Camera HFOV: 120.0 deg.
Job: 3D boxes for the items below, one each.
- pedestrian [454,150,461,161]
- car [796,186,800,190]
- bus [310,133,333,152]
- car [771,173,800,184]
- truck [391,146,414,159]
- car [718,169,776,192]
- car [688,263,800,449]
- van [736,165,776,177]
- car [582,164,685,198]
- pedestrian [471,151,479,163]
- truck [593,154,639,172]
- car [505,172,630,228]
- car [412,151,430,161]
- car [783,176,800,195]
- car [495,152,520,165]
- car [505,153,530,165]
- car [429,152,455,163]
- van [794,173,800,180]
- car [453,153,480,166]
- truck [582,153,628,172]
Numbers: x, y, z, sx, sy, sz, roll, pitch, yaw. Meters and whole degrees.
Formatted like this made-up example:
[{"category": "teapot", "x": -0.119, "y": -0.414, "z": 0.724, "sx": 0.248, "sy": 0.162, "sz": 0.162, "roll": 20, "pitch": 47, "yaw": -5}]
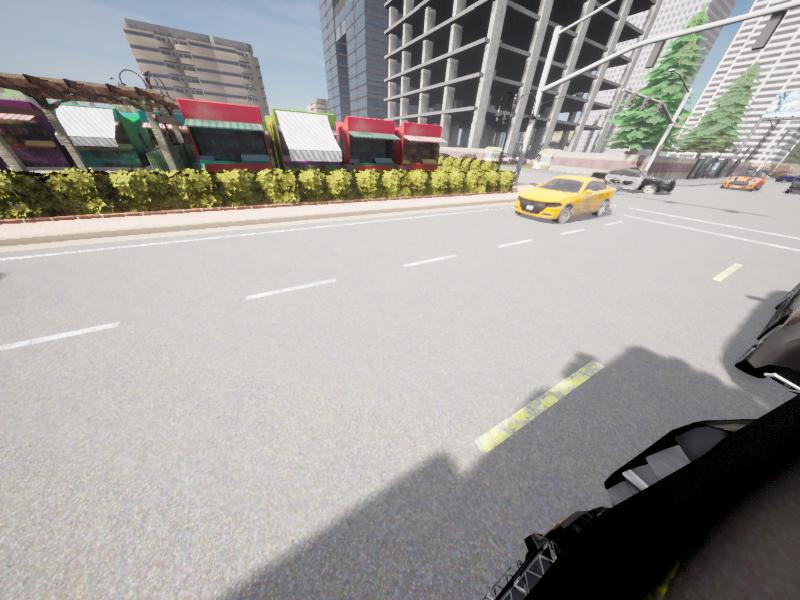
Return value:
[{"category": "pedestrian", "x": 11.667, "y": -29.106, "z": 46.604, "sx": 0.751, "sy": 1.860, "sz": 0.751, "roll": -15, "pitch": 38, "yaw": -25}, {"category": "car", "x": 48.599, "y": -13.545, "z": 26.764, "sx": 4.892, "sy": 1.490, "sz": 1.837, "roll": -16, "pitch": 38, "yaw": -25}, {"category": "bus", "x": -24.004, "y": -47.952, "z": 70.372, "sx": 3.944, "sy": 4.253, "sz": 10.273, "roll": -16, "pitch": 38, "yaw": -26}, {"category": "car", "x": 60.465, "y": -18.935, "z": 35.977, "sx": 4.718, "sy": 1.301, "sz": 1.895, "roll": -15, "pitch": 38, "yaw": -25}, {"category": "truck", "x": 0.513, "y": -33.956, "z": 53.143, "sx": 2.390, "sy": 2.098, "sz": 6.274, "roll": -16, "pitch": 38, "yaw": -26}, {"category": "car", "x": 35.163, "y": -12.202, "z": 23.434, "sx": 4.553, "sy": 1.767, "sz": 2.097, "roll": -15, "pitch": 38, "yaw": -25}, {"category": "car", "x": 6.038, "y": 0.331, "z": 2.552, "sx": 4.902, "sy": 1.511, "sz": 2.128, "roll": -15, "pitch": 38, "yaw": -25}, {"category": "van", "x": 81.960, "y": -29.707, "z": 53.254, "sx": 1.775, "sy": 1.987, "sz": 4.442, "roll": -15, "pitch": 38, "yaw": -25}, {"category": "car", "x": 17.775, "y": -9.367, "z": 17.906, "sx": 1.930, "sy": 1.638, "sz": 5.238, "roll": -25, "pitch": 43, "yaw": -34}, {"category": "pedestrian", "x": 13.852, "y": -26.573, "z": 42.952, "sx": 0.751, "sy": 1.860, "sz": 0.751, "roll": -19, "pitch": 39, "yaw": -30}, {"category": "truck", "x": 40.800, "y": -26.068, "z": 43.858, "sx": 2.615, "sy": 2.467, "sz": 5.204, "roll": -15, "pitch": 38, "yaw": -25}, {"category": "car", "x": 6.991, "y": -4.334, "z": 9.630, "sx": 5.008, "sy": 1.535, "sz": 1.882, "roll": -17, "pitch": 39, "yaw": -27}, {"category": "car", "x": 4.332, "y": -29.868, "z": 47.775, "sx": 1.789, "sy": 1.549, "sz": 3.705, "roll": -16, "pitch": 38, "yaw": -26}, {"category": "car", "x": 39.910, "y": -11.160, "z": 22.503, "sx": 4.892, "sy": 1.490, "sz": 1.837, "roll": -15, "pitch": 38, "yaw": -25}, {"category": "car", "x": 21.123, "y": -27.828, "z": 45.455, "sx": 1.905, "sy": 1.878, "sz": 3.866, "roll": -15, "pitch": 38, "yaw": -25}, {"category": "car", "x": 23.685, "y": -28.533, "z": 46.716, "sx": 1.905, "sy": 1.878, "sz": 3.866, "roll": -15, "pitch": 38, "yaw": -25}, {"category": "car", "x": 7.667, "y": -26.493, "z": 42.962, "sx": 1.882, "sy": 1.535, "sz": 5.008, "roll": -16, "pitch": 38, "yaw": -26}, {"category": "van", "x": 86.260, "y": -25.501, "z": 46.714, "sx": 1.988, "sy": 2.561, "sz": 5.915, "roll": -15, "pitch": 38, "yaw": -25}, {"category": "car", "x": 10.932, "y": -23.239, "z": 38.250, "sx": 1.851, "sy": 1.617, "sz": 3.988, "roll": -16, "pitch": 38, "yaw": -26}, {"category": "truck", "x": 37.045, "y": -25.034, "z": 42.010, "sx": 2.615, "sy": 2.467, "sz": 5.204, "roll": -15, "pitch": 38, "yaw": -25}]
